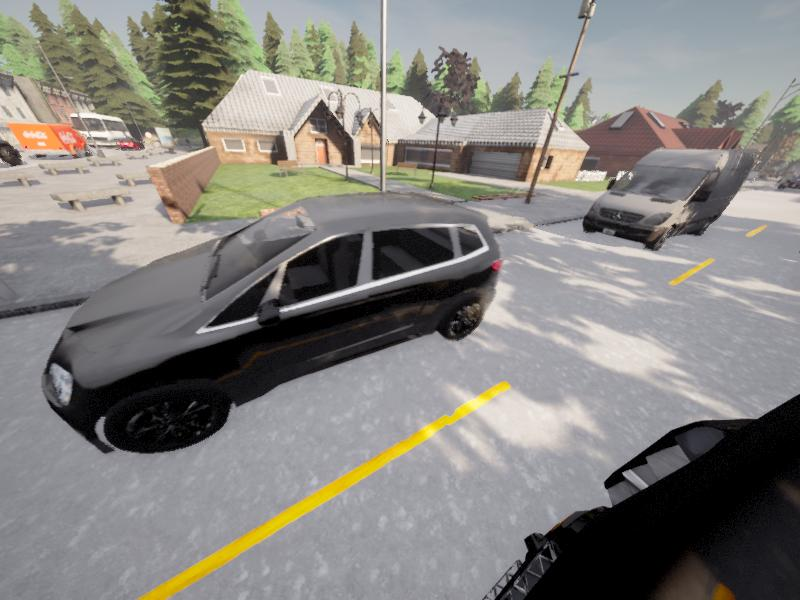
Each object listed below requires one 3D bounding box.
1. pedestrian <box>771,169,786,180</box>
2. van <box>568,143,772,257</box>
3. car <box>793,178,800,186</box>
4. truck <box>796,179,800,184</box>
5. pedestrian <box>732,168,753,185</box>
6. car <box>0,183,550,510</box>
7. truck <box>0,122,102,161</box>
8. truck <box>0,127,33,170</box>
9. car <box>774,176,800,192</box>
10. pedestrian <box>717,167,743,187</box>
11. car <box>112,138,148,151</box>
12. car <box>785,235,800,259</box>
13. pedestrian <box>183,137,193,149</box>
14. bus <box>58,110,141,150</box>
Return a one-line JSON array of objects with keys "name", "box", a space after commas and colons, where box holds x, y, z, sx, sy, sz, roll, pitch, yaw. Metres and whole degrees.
[{"name": "pedestrian", "box": [77.315, -25.654, 47.191, 0.751, 1.860, 0.751, -13, 37, -23]}, {"name": "van", "box": [8.766, -3.408, 7.557, 5.915, 2.561, 1.988, -14, 37, -25]}, {"name": "car", "box": [62.060, -17.959, 34.888, 3.806, 1.475, 1.970, -15, 37, -25]}, {"name": "truck", "box": [73.928, -22.244, 40.209, 8.468, 3.827, 2.891, -15, 37, -25]}, {"name": "pedestrian", "box": [44.620, -16.128, 30.109, 0.751, 1.860, 0.751, -22, 41, -33]}, {"name": "car", "box": [-0.915, -0.337, 2.901, 4.611, 1.667, 2.242, -15, 37, -24]}, {"name": "truck", "box": [-30.413, -14.087, 20.560, 2.627, 2.467, 5.204, -15, 38, -25]}, {"name": "truck", "box": [-24.696, -8.252, 12.532, 2.390, 2.098, 6.274, -15, 38, -25]}, {"name": "car", "box": [46.799, -13.647, 27.214, 4.181, 1.385, 1.994, -15, 38, -25]}, {"name": "pedestrian", "box": [36.378, -13.537, 25.515, 0.751, 1.860, 0.751, -16, 38, -26]}, {"name": "car", "box": [-39.789, -23.077, 34.225, 2.007, 1.525, 4.514, -15, 38, -25]}, {"name": "car", "box": [14.263, -2.045, 6.876, 4.902, 1.511, 2.128, -16, 38, -27]}, {"name": "pedestrian", "box": [-40.615, -30.137, 44.295, 0.751, 1.860, 0.751, -16, 38, -26]}, {"name": "bus", "box": [-46.062, -26.352, 36.185, 3.944, 4.253, 10.273, -16, 38, -26]}]
